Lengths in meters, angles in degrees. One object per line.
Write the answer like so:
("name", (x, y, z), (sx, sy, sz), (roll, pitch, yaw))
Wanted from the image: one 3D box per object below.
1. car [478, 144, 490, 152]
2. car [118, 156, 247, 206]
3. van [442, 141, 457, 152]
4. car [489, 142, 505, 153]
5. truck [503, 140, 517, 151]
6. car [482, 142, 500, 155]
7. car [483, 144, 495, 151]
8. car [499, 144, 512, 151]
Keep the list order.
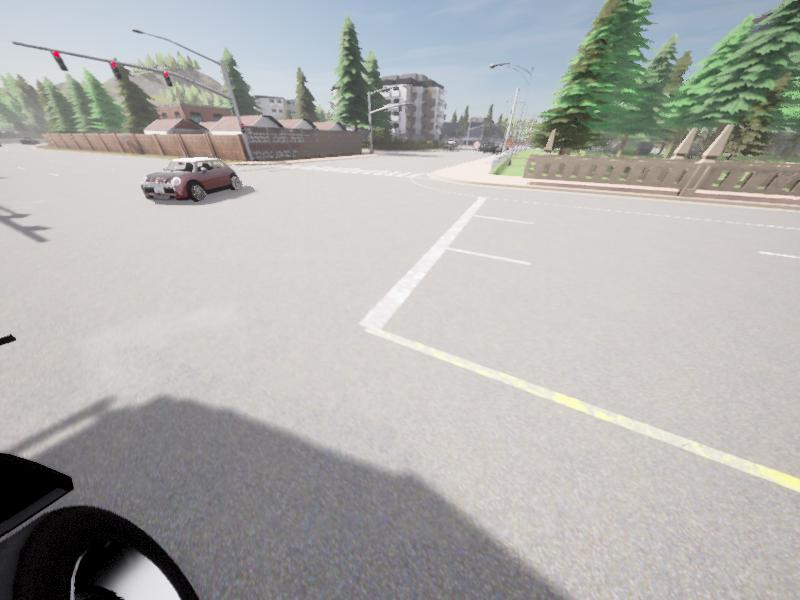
("car", (20.379, -36.885, 56.093), (1.789, 1.549, 3.705), (17, 38, 23))
("car", (-9.371, -5.557, 10.526), (1.970, 1.475, 3.806), (3, 35, 3))
("van", (11.792, -36.481, 54.930), (2.069, 2.038, 4.480), (17, 38, 22))
("car", (22.350, -34.945, 52.906), (2.150, 2.045, 5.566), (18, 38, 23))
("truck", (32.500, -45.790, 68.329), (2.627, 2.467, 5.204), (18, 38, 23))
("car", (18.893, -31.304, 47.602), (2.150, 2.045, 5.566), (17, 38, 22))
("car", (23.371, -40.002, 60.704), (1.816, 1.474, 4.193), (18, 38, 23))
("car", (28.878, -41.581, 63.071), (2.163, 1.488, 4.792), (18, 38, 23))
